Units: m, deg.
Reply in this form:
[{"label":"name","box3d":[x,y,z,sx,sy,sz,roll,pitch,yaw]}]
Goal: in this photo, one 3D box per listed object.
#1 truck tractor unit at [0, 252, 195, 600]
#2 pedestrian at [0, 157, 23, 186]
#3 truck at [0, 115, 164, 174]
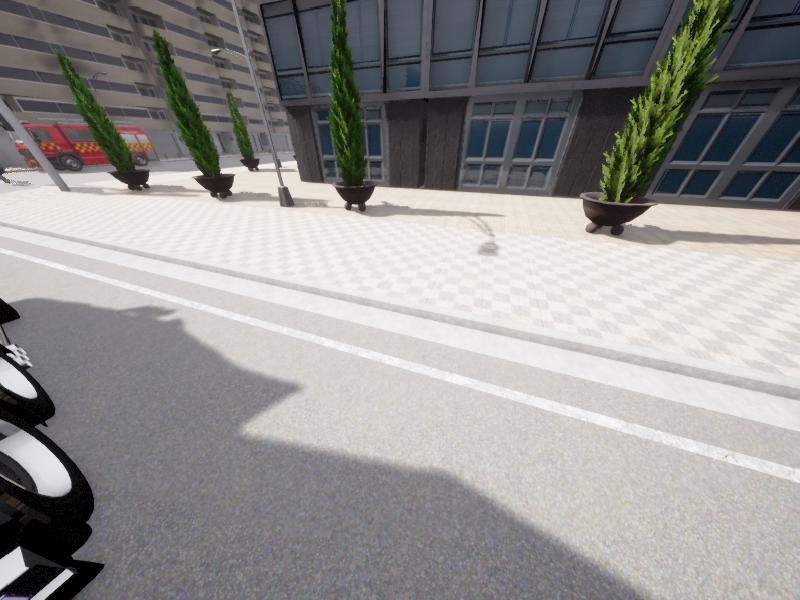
[{"label":"truck tractor unit","box3d":[-5.091,-0.320,0.810,6.516,4.208,3.053,19,39,25]},{"label":"pedestrian","box3d":[-24.294,-7.939,13.821,0.751,1.860,0.751,7,35,10]},{"label":"truck","box3d":[-29.153,-14.679,21.868,2.891,3.827,8.468,11,36,16]}]
